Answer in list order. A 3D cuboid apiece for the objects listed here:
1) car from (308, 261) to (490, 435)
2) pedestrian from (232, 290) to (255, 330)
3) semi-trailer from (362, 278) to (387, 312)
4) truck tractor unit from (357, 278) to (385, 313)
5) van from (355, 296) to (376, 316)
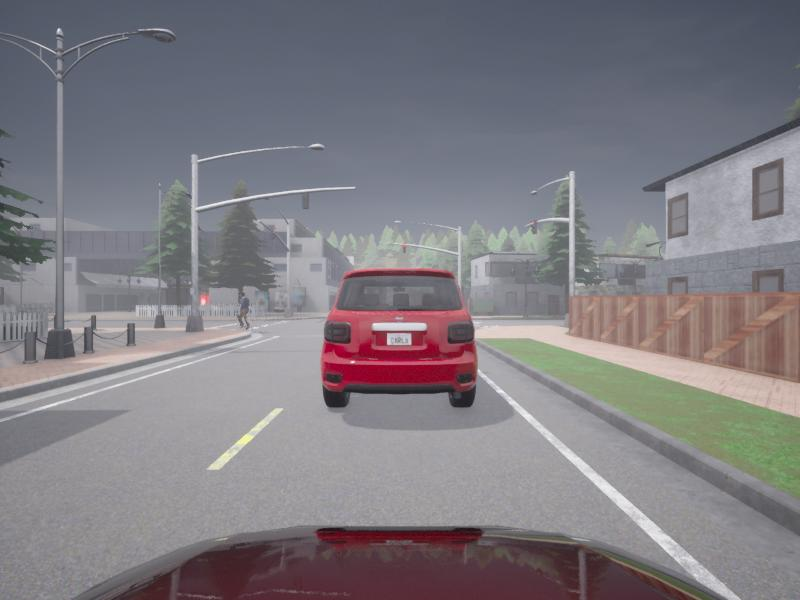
[{"bbox_3d":[-0.013,0.568,7.496,2.150,2.045,5.566,0,0,0],"label":"car"},{"bbox_3d":[-7.454,0.488,19.068,0.751,1.860,0.751,0,0,13],"label":"pedestrian"},{"bbox_3d":[-3.525,-0.618,59.050,2.717,4.402,14.254,0,0,0],"label":"semi-trailer"},{"bbox_3d":[-3.568,-0.515,51.138,3.053,4.208,6.516,0,0,0],"label":"truck tractor unit"},{"bbox_3d":[-3.563,0.598,41.977,1.775,1.987,4.442,0,0,0],"label":"van"}]
